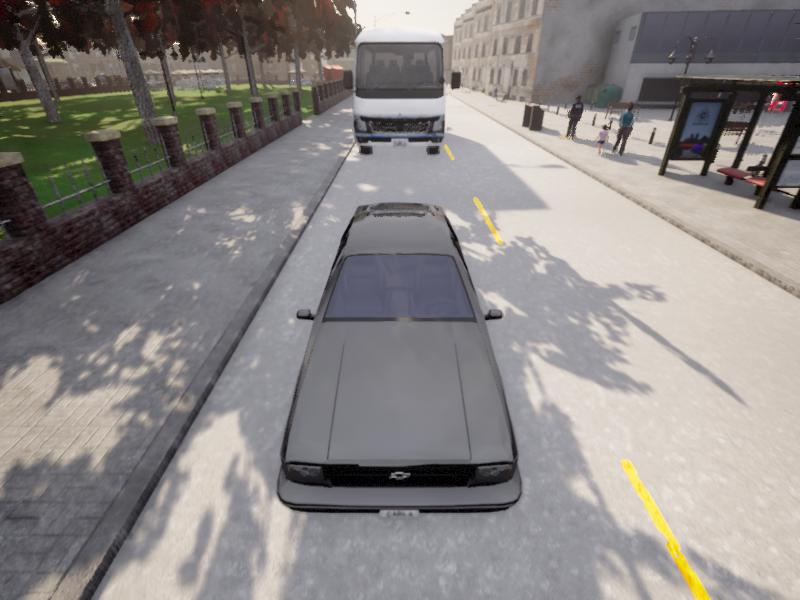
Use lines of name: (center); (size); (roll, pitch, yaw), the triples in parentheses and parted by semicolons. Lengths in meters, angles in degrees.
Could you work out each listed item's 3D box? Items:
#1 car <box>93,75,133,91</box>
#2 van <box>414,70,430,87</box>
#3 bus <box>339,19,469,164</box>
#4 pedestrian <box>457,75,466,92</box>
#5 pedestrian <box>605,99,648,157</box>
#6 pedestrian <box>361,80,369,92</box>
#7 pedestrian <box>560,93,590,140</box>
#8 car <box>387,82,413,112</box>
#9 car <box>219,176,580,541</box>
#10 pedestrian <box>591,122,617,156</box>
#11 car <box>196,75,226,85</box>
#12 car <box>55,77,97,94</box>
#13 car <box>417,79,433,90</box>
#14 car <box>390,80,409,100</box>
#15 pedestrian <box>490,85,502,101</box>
car: (-45.305, -34.455, 63.317); (2.150, 2.045, 5.566); (0, 30, 0)
van: (3.888, -40.521, 73.166); (1.988, 2.561, 5.915); (-3, 30, -5)
bus: (0.114, -9.288, 17.678); (3.944, 4.253, 10.273); (0, 30, 0)
pedestrian: (7.914, -28.009, 51.799); (0.751, 1.860, 0.751); (-9, 32, -15)
pedestrian: (8.230, -6.278, 14.641); (0.751, 1.860, 0.751); (4, 31, 7)
pedestrian: (-4.645, -28.309, 52.865); (0.751, 1.300, 0.751); (9, 32, 16)
pedestrian: (7.814, -8.238, 17.956); (0.751, 1.860, 0.751); (5, 31, 8)
car: (-0.016, -16.238, 31.897); (1.905, 1.878, 3.866); (0, 30, 0)
car: (-0.004, -0.173, 4.919); (2.033, 1.411, 5.357); (0, 30, 0)
pedestrian: (7.541, -5.955, 14.842); (0.500, 1.100, 0.500); (4, 31, 6)
car: (-36.834, -42.861, 77.952); (4.553, 1.767, 2.097); (0, 30, 0)
car: (-45.310, -30.132, 56.093); (1.932, 1.855, 4.605); (0, 30, 0)
car: (3.931, -34.305, 63.631); (2.163, 1.488, 4.792); (0, 30, 0)
car: (-0.032, -23.096, 43.869); (1.930, 1.638, 5.238); (0, 31, 0)
pedestrian: (9.192, -19.792, 38.303); (0.751, 1.300, 0.751); (-4, 31, -7)
